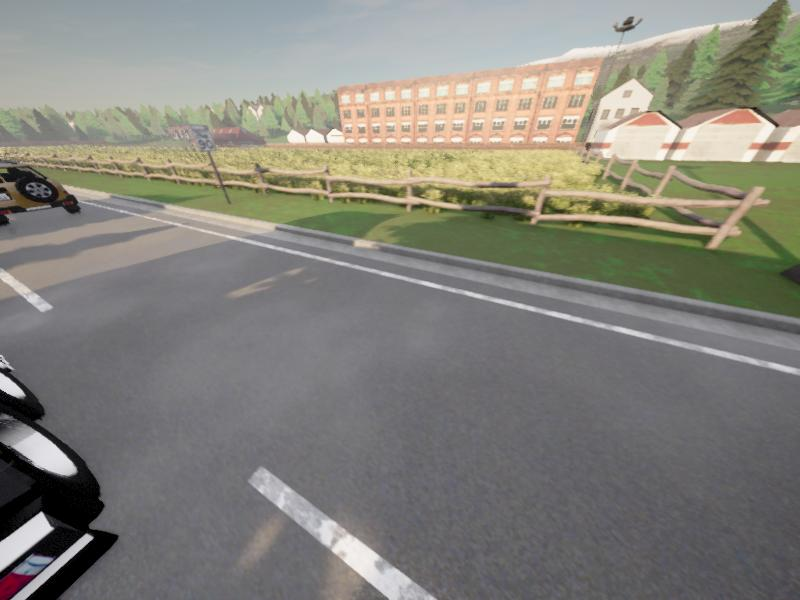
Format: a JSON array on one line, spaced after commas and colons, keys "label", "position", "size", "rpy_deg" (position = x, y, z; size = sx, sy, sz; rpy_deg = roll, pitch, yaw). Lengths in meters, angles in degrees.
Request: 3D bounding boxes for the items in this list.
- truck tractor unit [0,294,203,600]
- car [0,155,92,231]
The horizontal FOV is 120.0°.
[{"label": "truck tractor unit", "position": [-5.173, -0.230, 0.706], "size": [6.516, 4.208, 3.053], "rpy_deg": [16, 39, 22]}, {"label": "car", "position": [-14.052, -4.003, 8.276], "size": [4.605, 1.855, 1.932], "rpy_deg": [16, 38, 21]}]
